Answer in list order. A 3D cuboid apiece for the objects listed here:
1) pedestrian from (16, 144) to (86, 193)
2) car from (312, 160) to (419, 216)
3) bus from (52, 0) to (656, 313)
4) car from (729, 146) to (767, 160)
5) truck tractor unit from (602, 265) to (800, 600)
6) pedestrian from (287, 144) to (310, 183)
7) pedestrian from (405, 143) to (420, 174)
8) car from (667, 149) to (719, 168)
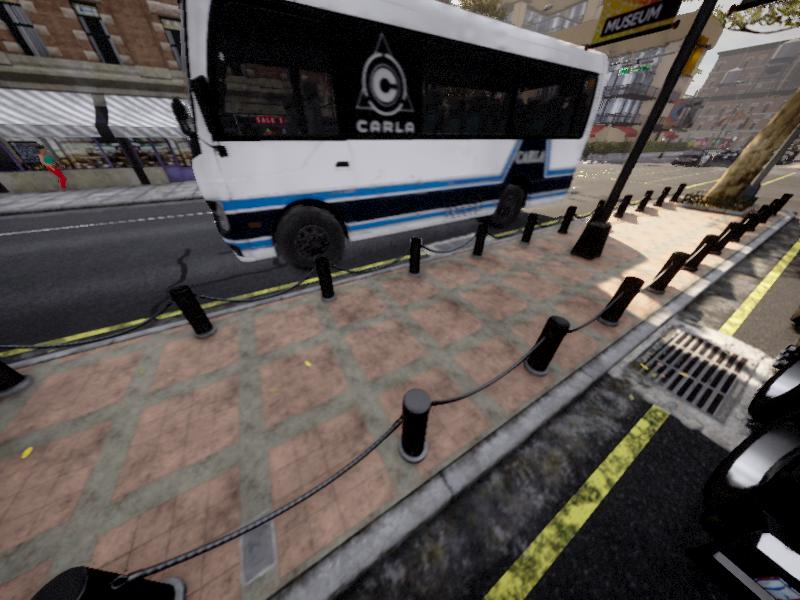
[{"bbox_3d":[-15.869,-6.027,10.594,0.751,1.860,0.751,-16,38,-22],"label":"pedestrian"},{"bbox_3d":[-1.313,-4.611,9.278,3.633,1.501,1.845,-18,39,-24],"label":"car"},{"bbox_3d":[0.648,-3.980,5.999,10.273,4.253,3.944,-18,39,-24],"label":"bus"},{"bbox_3d":[52.657,-22.240,34.954,5.238,1.638,1.930,-18,39,-24],"label":"car"},{"bbox_3d":[5.108,-0.304,0.776,6.516,4.208,3.053,-18,39,-24],"label":"truck tractor unit"},{"bbox_3d":[-5.747,-7.722,13.113,0.751,1.860,0.751,-12,37,-18],"label":"pedestrian"},{"bbox_3d":[0.931,-10.566,17.254,0.751,1.860,0.751,-22,41,-29],"label":"pedestrian"},{"bbox_3d":[31.708,-15.364,25.001,4.974,1.542,2.038,-18,39,-24],"label":"car"}]
